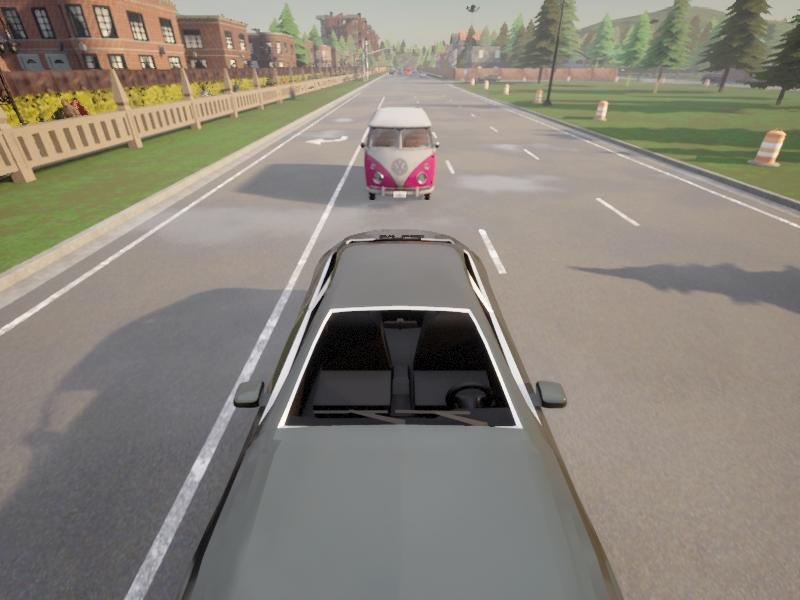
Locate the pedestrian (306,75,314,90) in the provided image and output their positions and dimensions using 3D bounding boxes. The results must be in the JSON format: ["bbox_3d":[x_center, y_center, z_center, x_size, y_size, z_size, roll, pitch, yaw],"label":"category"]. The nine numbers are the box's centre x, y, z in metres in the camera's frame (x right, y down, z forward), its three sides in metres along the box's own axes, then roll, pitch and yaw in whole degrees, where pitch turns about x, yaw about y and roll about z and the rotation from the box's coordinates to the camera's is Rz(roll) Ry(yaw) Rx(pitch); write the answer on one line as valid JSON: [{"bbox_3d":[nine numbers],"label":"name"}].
[{"bbox_3d":[-12.203,-29.561,54.374,0.751,1.860,0.751,0,30,-1],"label":"pedestrian"}]

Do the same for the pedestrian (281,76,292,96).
[{"bbox_3d":[-12.635,-23.845,44.589,0.751,1.860,0.751,0,30,0],"label":"pedestrian"}]

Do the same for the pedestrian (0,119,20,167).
[{"bbox_3d":[-13.414,-5.342,12.934,0.751,1.860,0.751,2,30,4],"label":"pedestrian"}]

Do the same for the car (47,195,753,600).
[{"bbox_3d":[0.001,0.657,3.293,2.152,1.651,5.027,0,30,0],"label":"car"}]

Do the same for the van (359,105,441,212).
[{"bbox_3d":[-0.003,-4.102,11.060,1.775,1.987,4.442,0,30,0],"label":"van"}]

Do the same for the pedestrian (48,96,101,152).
[{"bbox_3d":[-12.431,-6.737,15.322,0.751,1.860,0.751,-2,30,-3],"label":"pedestrian"}]

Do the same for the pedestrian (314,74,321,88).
[{"bbox_3d":[-12.785,-33.904,61.808,0.751,1.860,0.751,0,30,0],"label":"pedestrian"}]

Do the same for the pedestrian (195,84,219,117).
[{"bbox_3d":[-12.323,-12.727,25.569,0.751,1.860,0.751,0,30,0],"label":"pedestrian"}]

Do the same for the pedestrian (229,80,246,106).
[{"bbox_3d":[-13.442,-17.185,33.194,0.751,1.860,0.751,0,30,0],"label":"pedestrian"}]

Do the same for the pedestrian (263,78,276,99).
[{"bbox_3d":[-13.035,-21.137,39.955,0.751,1.860,0.751,0,30,-1],"label":"pedestrian"}]

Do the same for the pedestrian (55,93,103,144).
[{"bbox_3d":[-13.498,-7.643,16.870,0.751,1.860,0.751,0,30,0],"label":"pedestrian"}]
